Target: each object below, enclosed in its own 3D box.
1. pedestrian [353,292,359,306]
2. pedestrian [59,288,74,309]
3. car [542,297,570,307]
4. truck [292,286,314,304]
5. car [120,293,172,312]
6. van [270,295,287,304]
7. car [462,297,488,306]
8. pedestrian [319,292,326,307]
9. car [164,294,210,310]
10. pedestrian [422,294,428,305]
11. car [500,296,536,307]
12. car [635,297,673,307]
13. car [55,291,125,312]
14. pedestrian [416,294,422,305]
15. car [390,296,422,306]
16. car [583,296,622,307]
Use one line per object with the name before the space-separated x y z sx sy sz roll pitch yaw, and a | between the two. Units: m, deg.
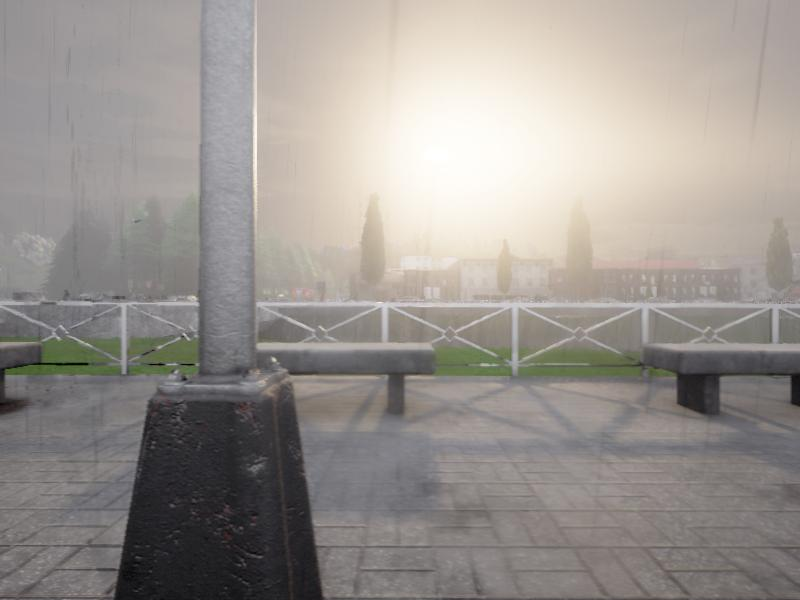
pedestrian | -5.944 -0.080 54.196 0.751 1.860 0.751 0 0 -4
pedestrian | -30.845 -0.150 36.990 0.751 1.860 0.751 0 0 7
car | 25.068 0.320 64.352 3.806 1.475 1.970 0 0 0
truck | -21.657 -0.983 89.819 2.891 3.827 8.468 0 0 0
car | -21.688 0.196 34.420 1.816 1.474 4.193 0 0 0
van | -25.667 -0.095 84.709 2.069 2.038 4.480 0 0 0
car | 11.969 0.285 64.349 3.806 1.475 1.970 0 0 0
pedestrian | -10.028 -0.091 51.605 0.751 1.860 0.751 0 0 0
car | -21.684 0.168 41.020 2.038 1.542 4.974 0 0 0
pedestrian | 4.242 -0.056 67.057 0.751 1.860 0.751 0 0 -16
car | 18.907 0.221 64.352 5.238 1.638 1.930 0 0 0
car | 40.820 0.277 64.354 4.856 1.649 2.033 0 0 0
car | -25.673 0.109 33.404 2.033 1.649 4.856 0 0 0
pedestrian | 3.166 -0.059 66.907 0.751 1.860 0.751 0 0 18
car | 0.979 0.183 64.349 5.027 1.651 2.152 0 0 0
car | 32.569 0.258 64.353 5.238 1.638 1.930 0 0 0
